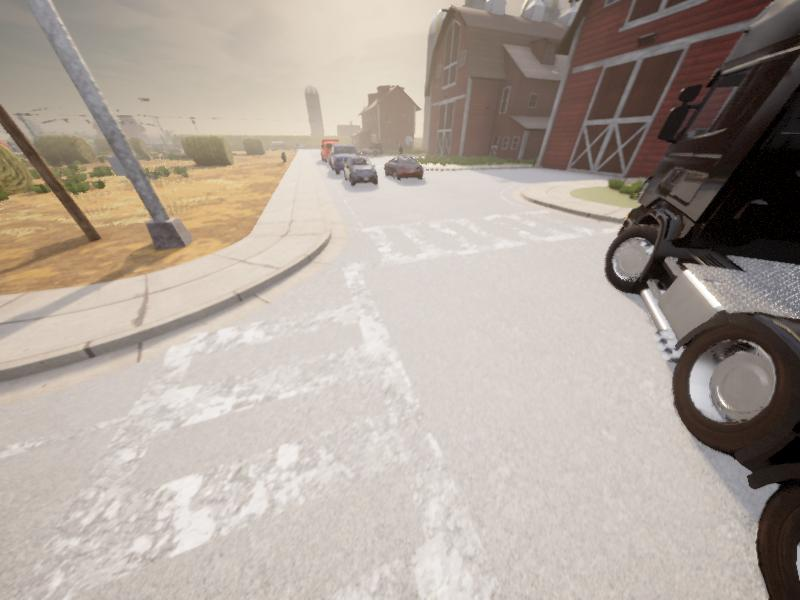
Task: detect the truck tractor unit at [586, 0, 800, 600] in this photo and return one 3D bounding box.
[{"bbox_3d":[4.331,-0.725,1.401,3.053,4.208,6.516,17,38,22],"label":"truck tractor unit"}]

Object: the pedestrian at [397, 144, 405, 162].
[{"bbox_3d":[0.110,-18.187,28.530,0.751,1.860,0.751,-11,36,-16],"label":"pedestrian"}]

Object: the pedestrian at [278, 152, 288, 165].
[{"bbox_3d":[-12.317,-14.925,24.373,0.500,1.100,0.500,3,35,4],"label":"pedestrian"}]

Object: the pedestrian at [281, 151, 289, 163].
[{"bbox_3d":[-13.393,-16.644,26.865,0.500,1.100,0.500,-15,37,-21],"label":"pedestrian"}]

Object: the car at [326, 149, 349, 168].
[{"bbox_3d":[-6.837,-15.524,25.192,1.789,1.549,3.705,-11,36,-16],"label":"car"}]

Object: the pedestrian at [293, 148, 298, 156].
[{"bbox_3d":[-17.700,-25.019,39.017,0.500,1.100,0.500,-16,38,-23],"label":"pedestrian"}]

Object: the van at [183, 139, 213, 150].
[{"bbox_3d":[-60.042,-46.435,68.930,5.915,2.561,1.988,-10,36,-14],"label":"van"}]

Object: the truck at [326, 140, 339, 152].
[{"bbox_3d":[-17.601,-40.138,60.095,2.627,2.467,5.204,-11,35,-15],"label":"truck"}]

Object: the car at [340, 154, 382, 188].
[{"bbox_3d":[-2.540,-8.307,14.739,1.845,1.501,3.633,-11,36,-15],"label":"car"}]

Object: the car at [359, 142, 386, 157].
[{"bbox_3d":[-4.689,-25.733,39.478,3.866,1.878,1.905,16,43,25],"label":"car"}]

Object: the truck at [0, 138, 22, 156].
[{"bbox_3d":[-69.502,-25.936,39.086,2.627,2.467,5.204,-8,35,-12],"label":"truck"}]

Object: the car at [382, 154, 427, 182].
[{"bbox_3d":[0.202,-9.838,17.100,1.994,1.385,4.181,-11,36,-15],"label":"car"}]

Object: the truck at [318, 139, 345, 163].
[{"bbox_3d":[-8.927,-19.401,30.019,2.627,2.467,5.204,-11,35,-15],"label":"truck"}]

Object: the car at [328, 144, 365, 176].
[{"bbox_3d":[-4.703,-12.163,19.883,2.150,2.045,5.566,-11,36,-15],"label":"car"}]

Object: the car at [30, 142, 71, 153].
[{"bbox_3d":[-72.301,-31.625,47.947,2.097,1.767,4.553,-8,35,-12],"label":"car"}]
